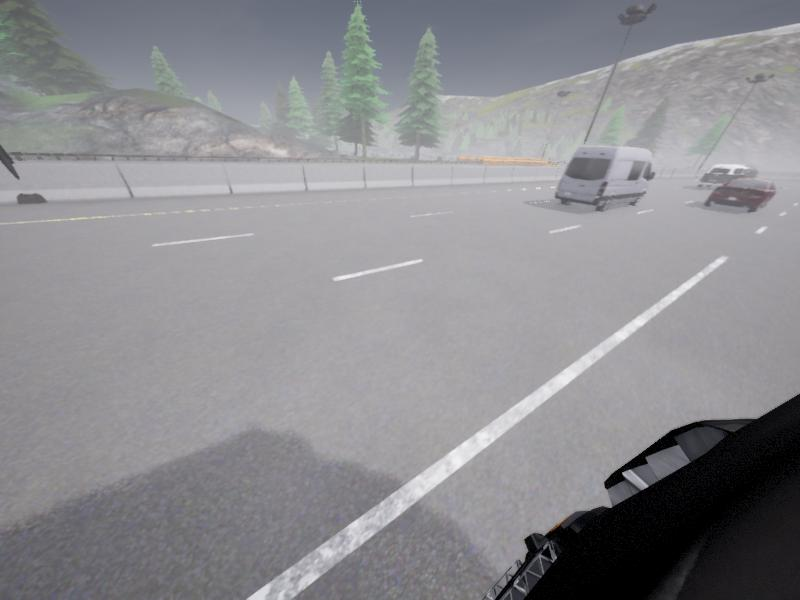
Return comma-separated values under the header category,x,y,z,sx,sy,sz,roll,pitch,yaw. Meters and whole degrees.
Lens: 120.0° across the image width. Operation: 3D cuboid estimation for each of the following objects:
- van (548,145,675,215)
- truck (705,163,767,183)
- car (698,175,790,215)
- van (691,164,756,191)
category,x,y,z,sx,sy,sz,roll,pitch,yaw
van,10.544,-6.067,11.557,5.915,2.561,1.988,-17,38,-26
truck,44.792,-16.931,30.819,6.274,2.098,2.390,-10,35,-19
car,19.646,-6.107,13.187,5.008,1.535,1.882,-17,38,-26
van,30.506,-11.608,21.812,4.480,2.038,2.069,-14,37,-23
